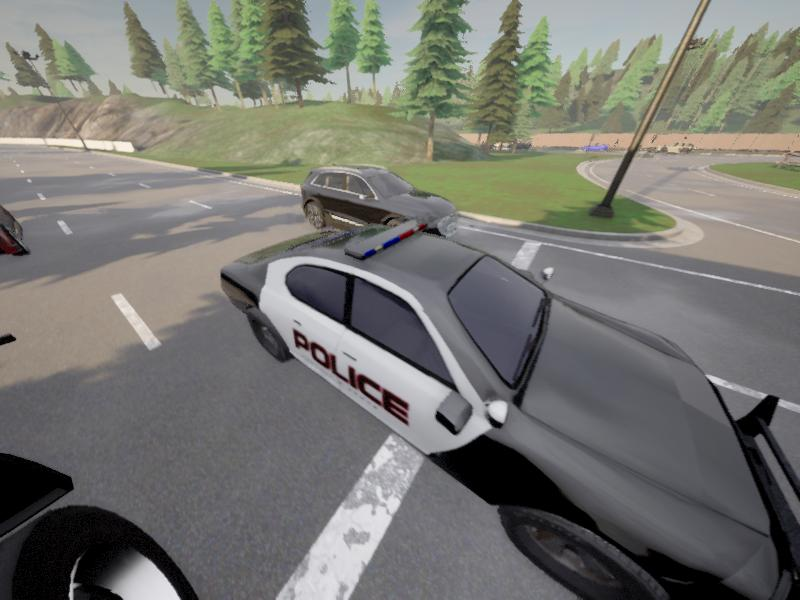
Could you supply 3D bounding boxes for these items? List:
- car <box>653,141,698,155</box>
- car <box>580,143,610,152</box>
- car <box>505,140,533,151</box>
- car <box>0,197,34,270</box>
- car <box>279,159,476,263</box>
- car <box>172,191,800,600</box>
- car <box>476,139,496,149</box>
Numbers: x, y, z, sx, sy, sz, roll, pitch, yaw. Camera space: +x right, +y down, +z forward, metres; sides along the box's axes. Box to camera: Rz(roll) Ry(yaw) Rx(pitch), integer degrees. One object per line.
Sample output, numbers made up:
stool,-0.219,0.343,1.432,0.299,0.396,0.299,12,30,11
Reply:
car,49.702,-27.567,41.814,4.605,1.855,1.932,22,41,28
car,39.962,-31.342,47.440,4.514,1.525,2.007,22,41,28
car,25.095,-32.624,48.755,4.605,1.855,1.932,23,41,27
car,-10.167,-1.621,4.923,4.181,1.385,1.994,23,41,29
car,-0.780,-2.767,6.410,4.856,1.649,2.033,22,41,28
car,0.256,0.160,2.357,4.974,1.542,2.038,22,41,28
car,20.356,-37.014,54.913,3.866,1.878,1.905,22,40,28
